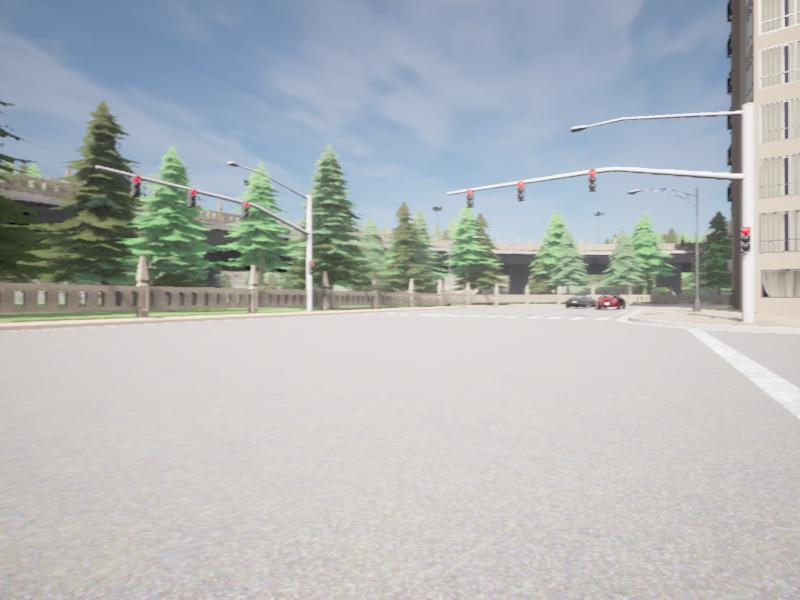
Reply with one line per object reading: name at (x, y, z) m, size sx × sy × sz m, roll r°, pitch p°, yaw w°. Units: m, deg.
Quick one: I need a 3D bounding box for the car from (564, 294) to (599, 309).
car at (18.398, 0.164, 40.439) m, size 1.994 × 1.385 × 4.181 m, roll 0°, pitch 0°, yaw 43°

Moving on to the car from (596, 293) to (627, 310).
car at (19.088, 0.113, 36.014) m, size 1.816 × 1.474 × 4.193 m, roll 0°, pitch 0°, yaw 38°
